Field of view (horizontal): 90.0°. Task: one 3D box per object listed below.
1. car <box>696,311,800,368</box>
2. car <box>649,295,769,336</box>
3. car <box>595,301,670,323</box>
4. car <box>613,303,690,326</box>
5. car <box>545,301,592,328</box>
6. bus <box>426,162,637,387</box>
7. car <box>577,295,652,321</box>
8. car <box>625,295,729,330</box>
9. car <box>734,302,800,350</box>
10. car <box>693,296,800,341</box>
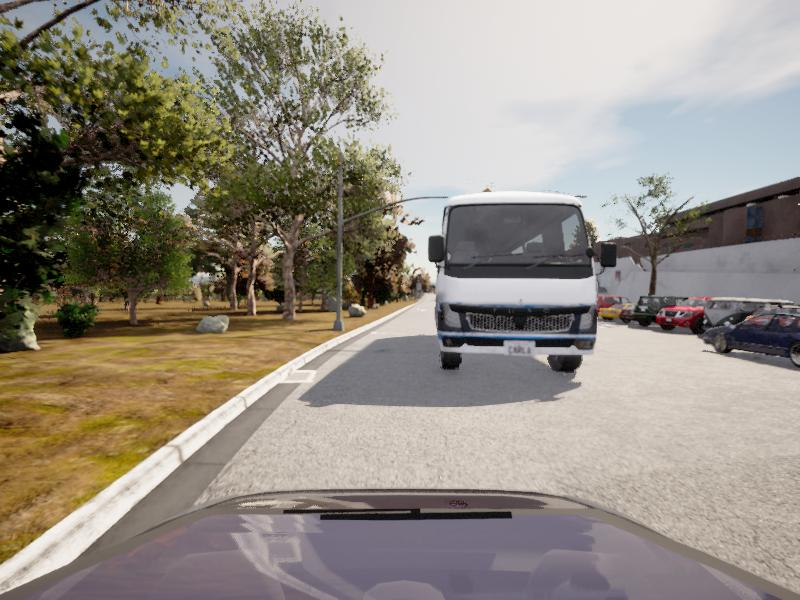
[{"bbox_3d":[11.288,1.069,11.482,2.033,1.411,5.357,1,-1,6],"label":"car"},{"bbox_3d":[17.531,0.840,22.807,5.566,2.045,2.435,2,1,-15],"label":"car"},{"bbox_3d":[18.505,0.965,31.860,5.366,1.575,1.946,2,1,-15],"label":"car"},{"bbox_3d":[18.066,1.045,28.820,4.674,1.452,2.002,2,1,-15],"label":"car"},{"bbox_3d":[11.224,0.895,27.029,2.163,1.488,4.792,2,1,13],"label":"car"},{"bbox_3d":[2.912,-0.477,12.847,3.944,4.253,10.273,1,0,5],"label":"bus"},{"bbox_3d":[18.611,0.669,34.808,5.566,2.045,2.435,2,1,-15],"label":"car"},{"bbox_3d":[17.850,0.798,25.827,5.566,2.045,2.435,2,1,-15],"label":"car"},{"bbox_3d":[16.950,1.051,16.823,4.553,1.767,2.185,2,1,-15],"label":"car"},{"bbox_3d":[17.169,0.905,19.791,4.442,1.987,1.878,2,1,-15],"label":"car"}]
